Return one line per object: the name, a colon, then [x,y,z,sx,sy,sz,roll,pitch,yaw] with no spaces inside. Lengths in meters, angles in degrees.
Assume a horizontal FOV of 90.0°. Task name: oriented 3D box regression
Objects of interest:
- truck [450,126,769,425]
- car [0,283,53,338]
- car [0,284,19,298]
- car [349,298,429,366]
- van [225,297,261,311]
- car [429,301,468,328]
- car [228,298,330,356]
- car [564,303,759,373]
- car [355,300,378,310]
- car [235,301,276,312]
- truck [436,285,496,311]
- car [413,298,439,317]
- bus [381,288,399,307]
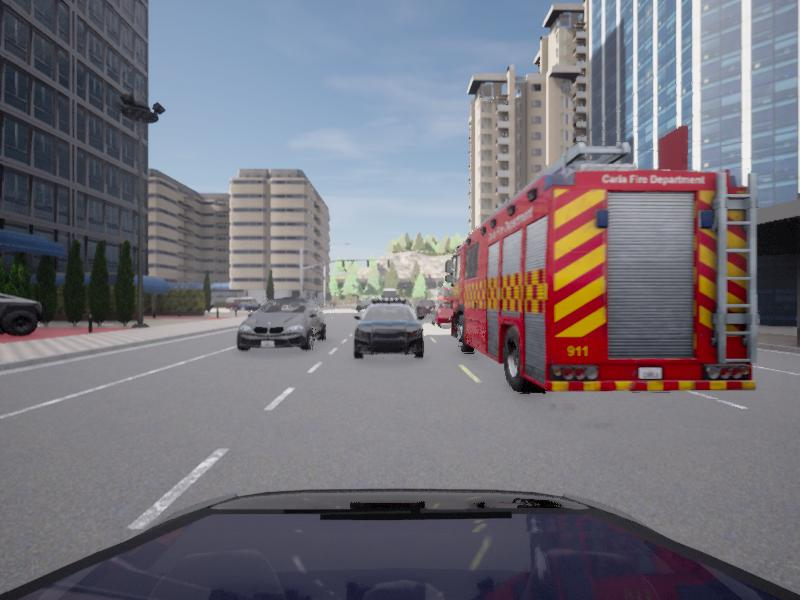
truck: [3.244,-0.315,9.397,2.891,3.827,8.468,0,0,-1]
car: [-17.017,0.412,14.472,2.390,2.098,6.274,0,0,29]
car: [-16.357,-0.337,15.659,1.750,0.535,1.642,0,0,29]
car: [-0.334,0.778,12.253,1.930,1.638,5.238,0,0,-1]
van: [-22.666,0.633,57.895,4.442,1.987,1.775,0,0,-1]
car: [2.864,0.841,24.312,1.845,1.501,3.633,0,0,-1]
car: [-3.876,0.764,13.831,2.242,1.667,4.611,0,0,-1]
car: [6.696,0.840,11.140,2.128,1.511,4.902,0,0,-1]
car: [-5.846,0.812,70.575,1.930,1.638,5.238,0,0,21]
car: [-19.635,0.883,54.439,4.792,1.488,2.163,0,0,-1]
truck: [9.983,-0.287,60.595,8.468,3.827,2.891,0,0,-13]
car: [2.490,0.717,39.057,2.097,1.767,4.553,0,0,-1]
bus: [-2.268,-0.485,93.696,3.944,4.253,10.273,0,0,-1]
